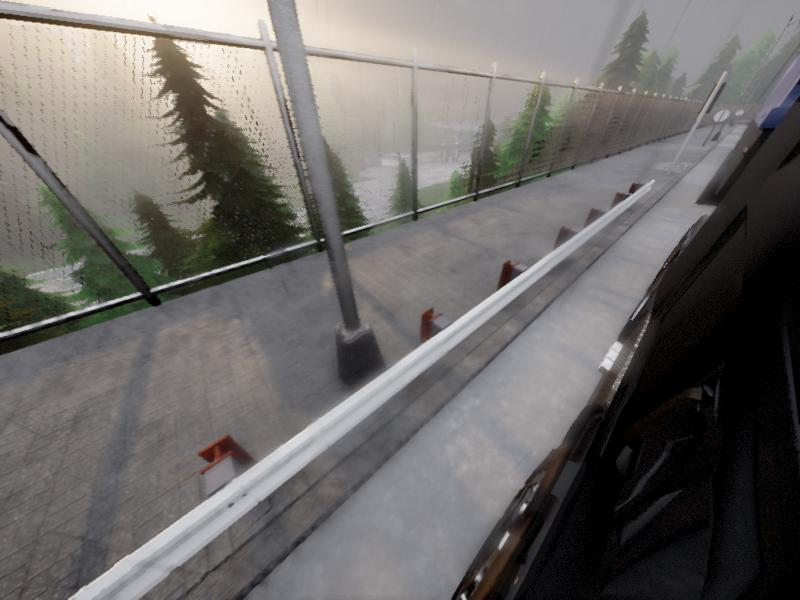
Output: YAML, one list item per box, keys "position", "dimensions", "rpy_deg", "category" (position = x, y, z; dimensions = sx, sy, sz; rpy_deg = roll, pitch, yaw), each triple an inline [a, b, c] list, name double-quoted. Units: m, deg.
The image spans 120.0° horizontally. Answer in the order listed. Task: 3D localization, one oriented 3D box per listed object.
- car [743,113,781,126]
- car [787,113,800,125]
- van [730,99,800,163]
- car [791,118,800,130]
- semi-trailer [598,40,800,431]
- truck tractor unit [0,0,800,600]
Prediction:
- position: [65.314, -32.550, 41.689]
  dimensions: [5.027, 1.651, 2.152]
  rpy_deg: [-17, 39, -19]
  category: "car"
- position: [67.756, -30.463, 38.844]
  dimensions: [4.892, 1.490, 1.837]
  rpy_deg: [-22, 40, -23]
  category: "car"
- position: [21.235, -9.551, 12.962]
  dimensions: [5.915, 2.561, 1.988]
  rpy_deg: [-28, 44, -30]
  category: "van"
- position: [52.425, -22.626, 29.438]
  dimensions: [4.181, 1.385, 1.994]
  rpy_deg: [-28, 44, -30]
  category: "car"
- position: [8.689, -3.609, 4.240]
  dimensions: [14.254, 4.402, 2.717]
  rpy_deg: [-28, 44, -30]
  category: "semi-trailer"
- position: [2.645, -0.295, 0.351]
  dimensions: [6.516, 4.208, 3.053]
  rpy_deg: [-28, 44, -30]
  category: "truck tractor unit"
